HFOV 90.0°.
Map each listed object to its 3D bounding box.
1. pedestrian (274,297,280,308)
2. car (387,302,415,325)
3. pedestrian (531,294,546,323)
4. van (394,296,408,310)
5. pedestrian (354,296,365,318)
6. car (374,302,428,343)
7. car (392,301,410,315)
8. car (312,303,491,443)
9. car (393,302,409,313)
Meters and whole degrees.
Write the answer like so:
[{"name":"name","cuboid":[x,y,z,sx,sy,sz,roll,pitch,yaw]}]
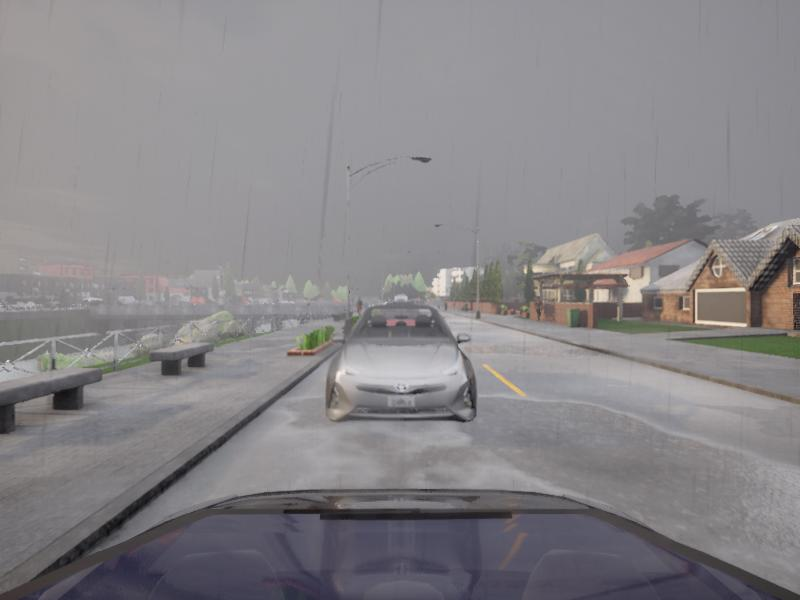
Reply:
[{"name":"pedestrian","cuboid":[-21.307,0.488,69.479,0.751,1.860,0.751,0,0,5]},{"name":"car","cuboid":[0.075,0.891,27.780,1.816,1.474,4.193,0,0,0]},{"name":"pedestrian","cuboid":[9.128,0.568,26.372,0.751,1.860,0.751,0,0,5]},{"name":"van","cuboid":[0.188,0.467,71.868,2.351,2.431,6.366,0,0,0]},{"name":"pedestrian","cuboid":[-3.535,0.579,34.770,0.751,1.860,0.751,0,0,18]},{"name":"car","cuboid":[0.048,0.852,17.194,2.007,1.525,4.514,0,0,0]},{"name":"car","cuboid":[0.120,0.883,45.296,1.882,1.535,5.008,0,0,0]},{"name":"car","cuboid":[0.021,0.838,6.733,2.007,1.525,4.514,0,0,0]},{"name":"car","cuboid":[0.143,0.976,52.699,1.994,1.385,4.181,0,0,1]}]
